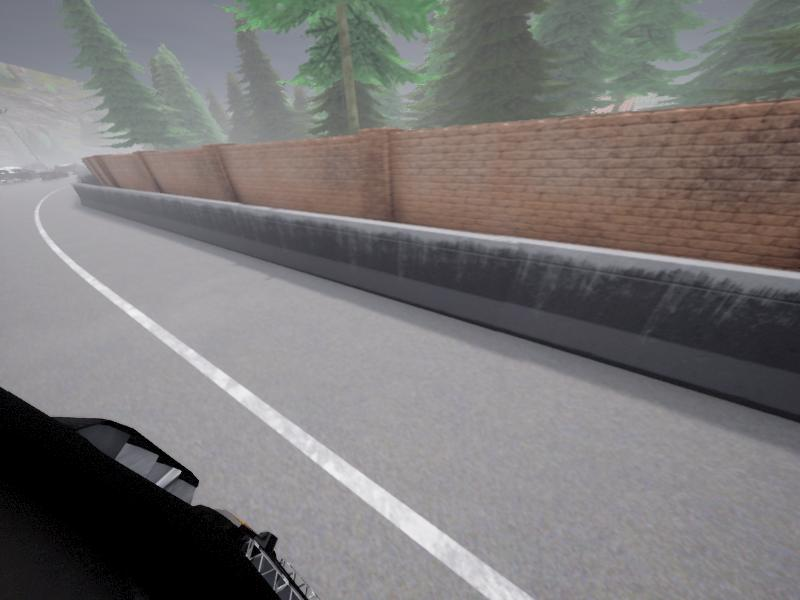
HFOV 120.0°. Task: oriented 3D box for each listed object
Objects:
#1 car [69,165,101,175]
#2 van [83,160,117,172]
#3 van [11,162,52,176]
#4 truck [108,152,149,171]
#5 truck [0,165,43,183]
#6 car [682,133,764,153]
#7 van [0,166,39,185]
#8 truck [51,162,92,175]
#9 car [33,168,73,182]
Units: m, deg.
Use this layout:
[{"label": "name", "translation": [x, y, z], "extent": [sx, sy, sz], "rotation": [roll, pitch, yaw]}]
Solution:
[{"label": "car", "translation": [-69.245, -28.651, 50.896], "extent": [2.128, 1.511, 4.902], "rotation": [-18, 36, -21]}, {"label": "van", "translation": [-78.428, -35.230, 60.564], "extent": [2.351, 2.431, 6.366], "rotation": [-14, 35, -17]}, {"label": "van", "translation": [-92.102, -32.872, 57.956], "extent": [1.988, 2.561, 5.915], "rotation": [-14, 35, -17]}, {"label": "truck", "translation": [-71.448, -36.794, 61.111], "extent": [2.891, 3.827, 8.468], "rotation": [-14, 35, -17]}, {"label": "truck", "translation": [-65.660, -21.641, 39.523], "extent": [2.390, 2.098, 6.274], "rotation": [-21, 38, -25]}, {"label": "car", "translation": [36.765, -18.019, 26.564], "extent": [4.856, 1.649, 2.033], "rotation": [17, 38, 27]}, {"label": "van", "translation": [-57.371, -18.577, 34.355], "extent": [2.069, 2.038, 4.480], "rotation": [-23, 39, -28]}, {"label": "truck", "translation": [-73.988, -29.682, 52.212], "extent": [2.390, 2.098, 6.274], "rotation": [-17, 36, -20]}, {"label": "car", "translation": [-55.120, -20.040, 36.822], "extent": [1.882, 1.535, 5.008], "rotation": [-23, 39, -28]}]
